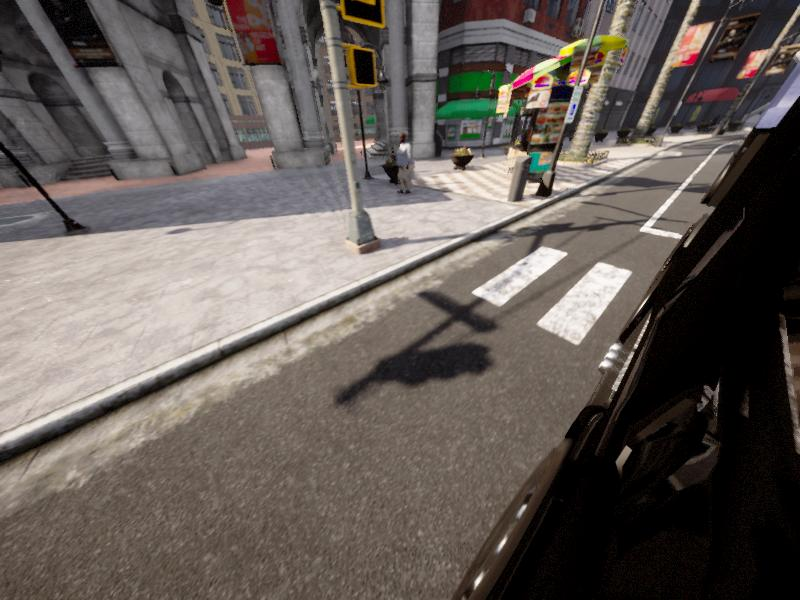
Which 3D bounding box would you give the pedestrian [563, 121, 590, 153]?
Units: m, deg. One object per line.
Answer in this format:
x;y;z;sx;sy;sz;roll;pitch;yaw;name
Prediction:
12.672;-11.705;16.630;0.751;1.860;0.751;-29;44;-31;pedestrian

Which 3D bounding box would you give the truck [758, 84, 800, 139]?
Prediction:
38.241;-16.904;20.599;8.468;3.827;2.891;-13;38;-14;truck

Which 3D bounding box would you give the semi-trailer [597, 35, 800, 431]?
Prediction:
8.734;-3.583;4.190;14.254;4.402;2.717;-28;43;-29;semi-trailer

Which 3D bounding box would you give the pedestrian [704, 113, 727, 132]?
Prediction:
39.538;-22.225;28.971;0.751;1.860;0.751;-12;38;-12;pedestrian

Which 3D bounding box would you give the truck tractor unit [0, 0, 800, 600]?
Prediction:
2.645;-0.295;0.351;6.516;4.208;3.053;-28;44;-30;truck tractor unit

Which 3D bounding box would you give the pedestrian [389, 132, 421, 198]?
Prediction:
0.181;-4.692;8.059;0.751;1.860;0.751;-20;40;-21;pedestrian
